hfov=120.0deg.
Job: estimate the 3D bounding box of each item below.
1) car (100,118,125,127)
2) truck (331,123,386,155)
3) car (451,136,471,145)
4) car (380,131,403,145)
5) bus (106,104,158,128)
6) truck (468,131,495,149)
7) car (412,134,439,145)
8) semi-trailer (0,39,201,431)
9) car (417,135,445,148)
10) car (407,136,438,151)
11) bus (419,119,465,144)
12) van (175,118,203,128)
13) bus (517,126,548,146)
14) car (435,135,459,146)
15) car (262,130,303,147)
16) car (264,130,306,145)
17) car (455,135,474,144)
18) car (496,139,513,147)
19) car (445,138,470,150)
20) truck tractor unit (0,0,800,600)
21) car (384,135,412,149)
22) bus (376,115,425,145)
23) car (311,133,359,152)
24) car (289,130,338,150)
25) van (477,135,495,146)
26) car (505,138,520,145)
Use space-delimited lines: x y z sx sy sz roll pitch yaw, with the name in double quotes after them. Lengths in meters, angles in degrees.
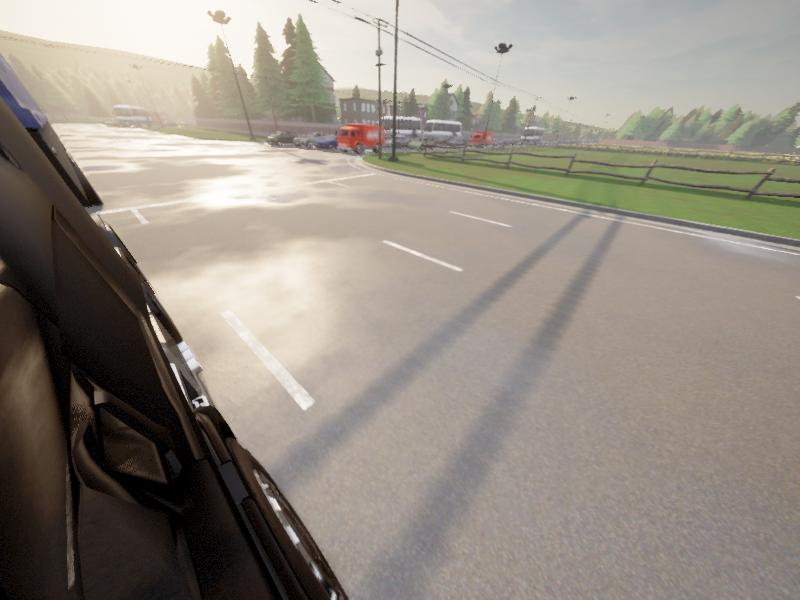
-69.509 -43.004 56.019 1.801 1.575 5.366 -13 39 -21 "car"
-4.040 -16.615 23.866 2.627 2.467 5.204 24 41 26 "truck"
13.379 -35.006 50.806 2.163 1.488 4.792 28 43 30 "car"
-1.541 -28.227 40.262 1.905 1.878 3.866 27 43 29 "car"
-67.164 -46.410 58.504 3.944 4.253 10.273 -11 38 -18 "bus"
15.454 -30.291 43.727 2.627 2.467 5.204 28 43 30 "truck"
5.048 -32.014 46.029 4.611 1.667 2.242 -11 39 -19 "car"
-8.701 -3.590 4.245 14.254 4.402 2.717 28 43 30 "semi-trailer"
5.227 -26.227 38.194 2.242 1.667 4.611 28 43 30 "car"
3.123 -21.467 31.720 2.007 1.525 4.514 28 43 30 "car"
9.829 -39.134 53.831 10.273 4.253 3.944 -23 43 -31 "bus"
-67.969 -57.264 74.704 2.351 2.431 6.366 9 37 9 "van"
37.224 -45.811 64.725 3.944 4.253 10.273 28 43 30 "bus"
9.497 -32.220 46.608 4.611 1.667 2.242 -25 45 -33 "car"
-13.783 -19.085 27.332 1.789 1.549 3.705 20 39 23 "car"
-15.225 -21.686 30.851 1.812 1.442 4.674 25 42 27 "car"
16.127 -40.193 57.906 2.152 1.651 5.027 30 44 32 "car"
23.723 -35.542 52.323 1.994 1.385 4.181 28 43 30 "car"
9.512 -25.792 38.146 1.994 1.385 4.181 28 43 30 "car"
-2.645 -0.295 0.352 6.516 4.208 3.053 28 44 30 "truck tractor unit"
-0.255 -22.391 32.786 1.970 1.475 3.806 28 43 30 "car"
0.291 -33.259 45.206 3.944 4.253 10.273 26 43 28 "bus"
-7.032 -17.470 25.608 1.882 1.535 5.008 24 41 26 "car"
-9.932 -18.703 27.012 2.152 1.651 5.027 23 41 26 "car"
19.421 -36.086 52.251 1.775 1.987 4.442 28 43 30 "van"
31.173 -43.969 64.129 2.128 1.511 4.902 28 43 30 "car"
